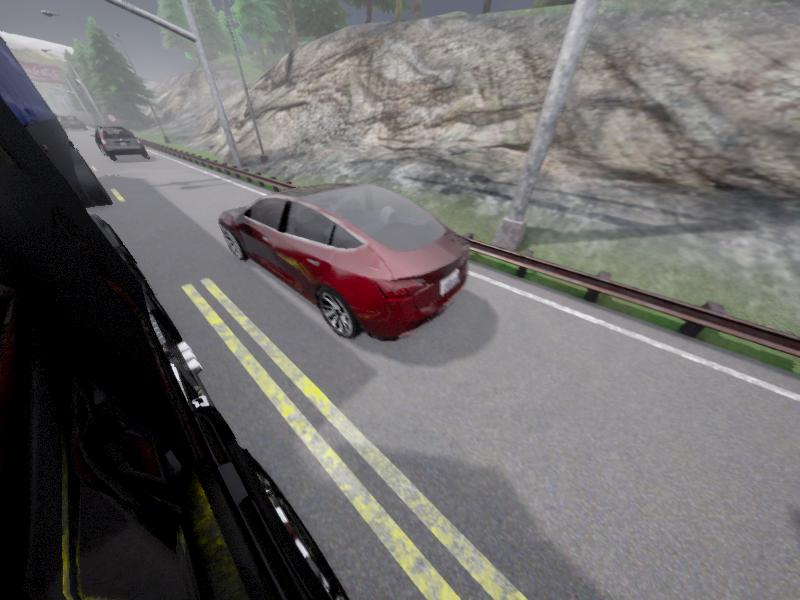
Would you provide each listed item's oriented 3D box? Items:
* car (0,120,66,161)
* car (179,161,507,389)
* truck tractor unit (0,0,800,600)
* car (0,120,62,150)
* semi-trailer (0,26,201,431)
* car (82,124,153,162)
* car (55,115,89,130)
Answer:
[{"bbox_3d":[-21.735,-9.325,13.388,4.856,1.649,2.033,28,44,30],"label":"car"},{"bbox_3d":[-1.225,-1.119,3.827,4.792,1.488,2.163,28,44,30],"label":"car"},{"bbox_3d":[-2.645,-0.295,0.351,6.516,4.208,3.053,28,44,30],"label":"truck tractor unit"},{"bbox_3d":[-27.027,-12.086,16.842,4.902,1.511,2.128,28,44,30],"label":"car"},{"bbox_3d":[-8.621,-3.643,4.321,14.254,4.402,2.717,29,45,31],"label":"semi-trailer"},{"bbox_3d":[-17.338,-9.720,14.204,3.988,1.617,1.851,28,44,30],"label":"car"},{"bbox_3d":[-50.713,-27.434,35.729,4.611,1.667,2.242,28,43,29],"label":"car"}]
